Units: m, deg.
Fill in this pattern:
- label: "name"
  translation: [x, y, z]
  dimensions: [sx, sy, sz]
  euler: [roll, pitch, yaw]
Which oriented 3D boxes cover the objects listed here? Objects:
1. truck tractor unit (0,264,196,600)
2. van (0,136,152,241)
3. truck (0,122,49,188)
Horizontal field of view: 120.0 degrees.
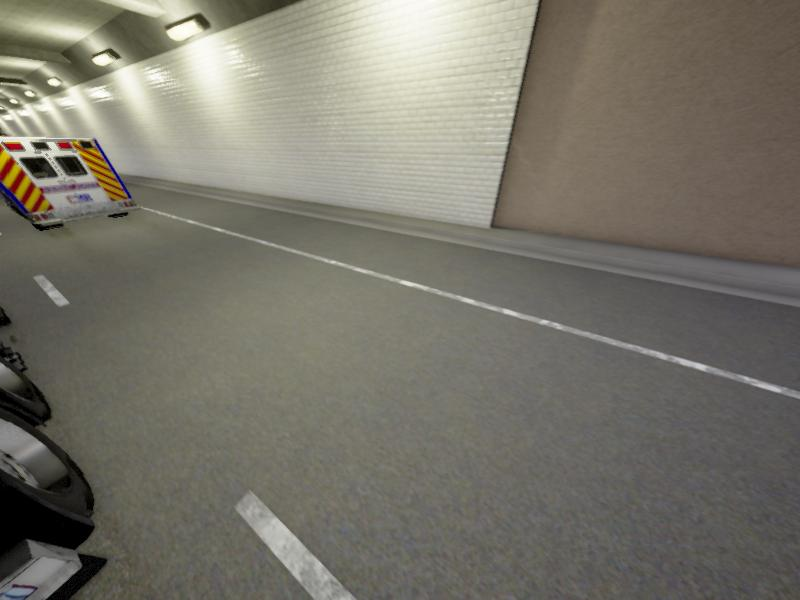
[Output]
- label: "truck tractor unit"
  translation: [-5.112, -0.296, 0.796]
  dimensions: [6.516, 4.208, 3.053]
  euler: [18, 38, 24]
- label: "van"
  translation: [-12.179, -4.145, 7.991]
  dimensions: [6.366, 2.431, 2.351]
  euler: [18, 39, 24]
- label: "truck"
  translation: [-27.921, -9.819, 15.105]
  dimensions: [8.468, 3.827, 2.891]
  euler: [18, 39, 24]
